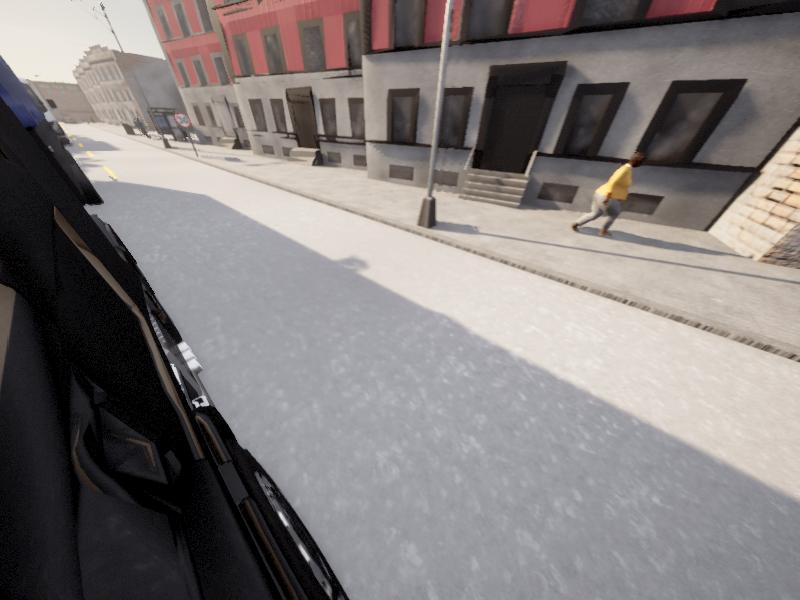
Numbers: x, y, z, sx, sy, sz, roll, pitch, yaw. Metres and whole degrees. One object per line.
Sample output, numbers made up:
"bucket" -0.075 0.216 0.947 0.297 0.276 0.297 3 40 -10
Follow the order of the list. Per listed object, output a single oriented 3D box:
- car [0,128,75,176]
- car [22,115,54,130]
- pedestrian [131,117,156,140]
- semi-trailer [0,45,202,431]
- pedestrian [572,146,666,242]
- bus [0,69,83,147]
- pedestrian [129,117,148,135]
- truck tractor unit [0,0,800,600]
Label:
"car" -17.769 -7.191 11.010 5.357 1.411 2.033 28 44 30
"car" -53.082 -26.099 33.919 5.238 1.638 1.930 28 44 30
"pedestrian" -26.527 -17.711 23.891 0.751 1.860 0.751 14 38 15
"semi-trailer" -8.702 -3.596 4.233 14.254 4.402 2.717 28 44 30
"pedestrian" 4.912 -2.439 5.389 0.751 1.860 0.751 20 40 22
"bus" -30.782 -15.381 18.784 10.273 4.253 3.944 27 44 30
"pedestrian" -32.999 -21.944 29.149 0.751 1.860 0.751 30 45 32
"truck tractor unit" -2.645 -0.295 0.351 6.516 4.208 3.053 28 44 30
